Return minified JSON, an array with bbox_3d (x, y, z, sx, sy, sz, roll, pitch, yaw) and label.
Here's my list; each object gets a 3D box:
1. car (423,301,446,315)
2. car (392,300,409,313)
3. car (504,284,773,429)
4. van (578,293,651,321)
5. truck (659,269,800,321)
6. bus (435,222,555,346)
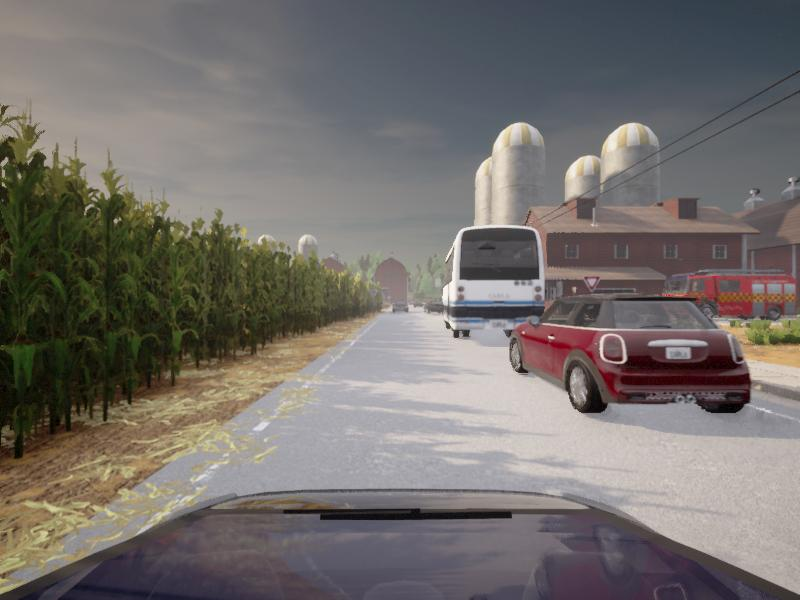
[{"bbox_3d":[3.761,0.824,44.115,1.837,1.490,4.892,0,0,-3],"label":"car"},{"bbox_3d":[0.024,0.805,50.965,2.038,1.542,4.974,0,0,-1],"label":"car"},{"bbox_3d":[3.505,0.690,7.155,2.097,1.767,4.553,0,0,0],"label":"car"},{"bbox_3d":[16.341,0.531,30.605,4.480,2.038,2.069,0,0,0],"label":"van"},{"bbox_3d":[25.086,-0.360,30.731,8.468,3.827,2.891,0,0,-1],"label":"truck"},{"bbox_3d":[3.713,-0.543,18.977,3.944,4.253,10.273,0,0,4],"label":"bus"}]
